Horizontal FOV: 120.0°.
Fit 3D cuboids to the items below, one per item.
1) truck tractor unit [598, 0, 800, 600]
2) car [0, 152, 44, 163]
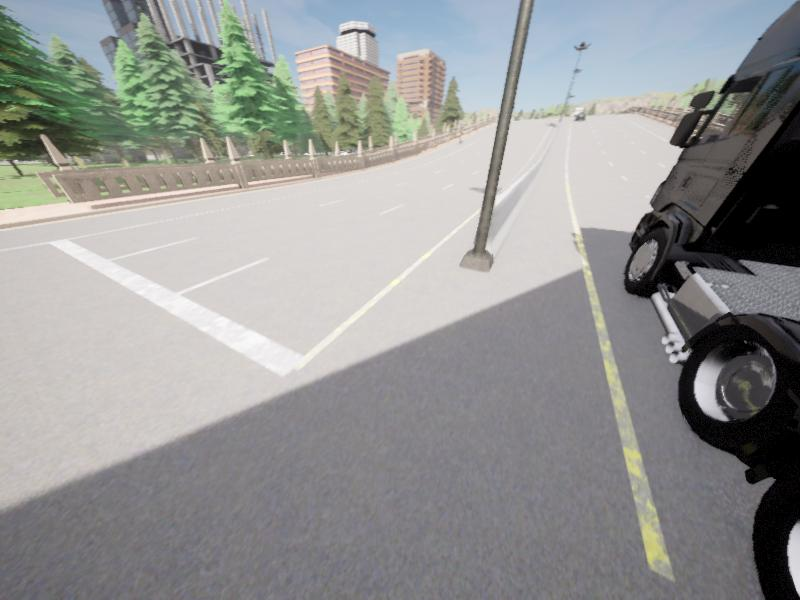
[{"bbox_3d":[4.408,-0.690,1.389,3.053,4.208,6.516,18,38,25],"label":"truck tractor unit"},{"bbox_3d":[-89.647,-33.622,54.502,2.150,2.045,5.566,17,37,25],"label":"car"}]
